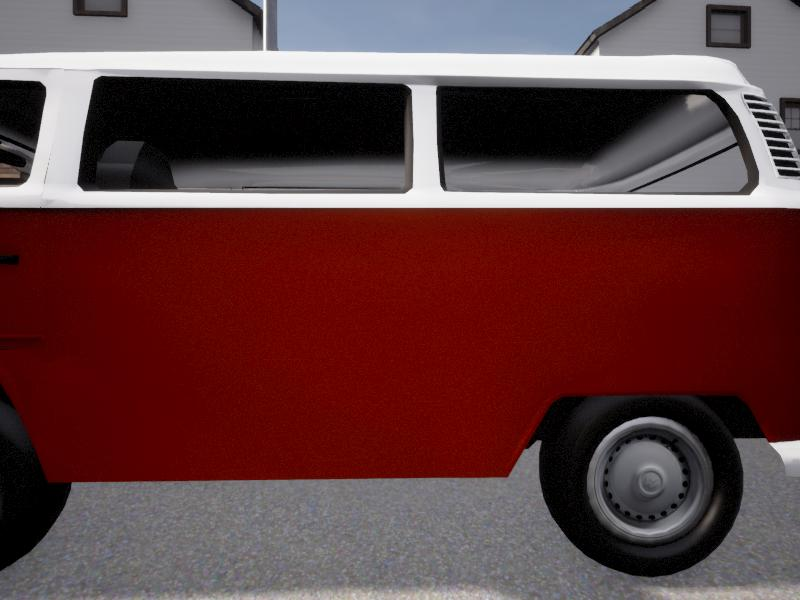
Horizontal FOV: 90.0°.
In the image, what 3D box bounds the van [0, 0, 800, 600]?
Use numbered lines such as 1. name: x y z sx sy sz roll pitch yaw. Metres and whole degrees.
1. van: -0.423 -0.028 2.192 4.480 2.038 2.069 0 0 -2
